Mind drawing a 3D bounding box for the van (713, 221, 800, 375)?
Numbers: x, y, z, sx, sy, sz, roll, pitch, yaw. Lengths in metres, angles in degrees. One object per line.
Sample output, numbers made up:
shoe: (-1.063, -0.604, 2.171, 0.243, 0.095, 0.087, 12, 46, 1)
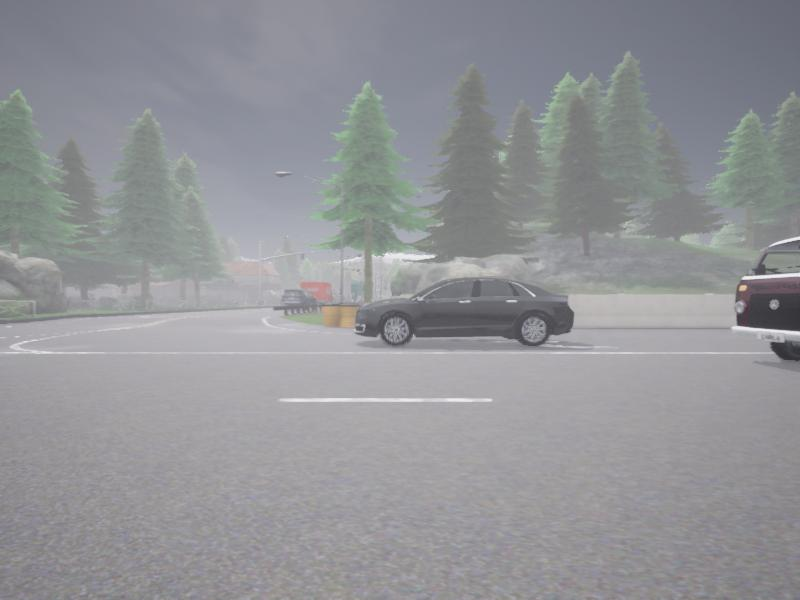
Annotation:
van: (7.514, -0.029, 5.696, 4.480, 2.038, 2.069, 0, 0, 0)

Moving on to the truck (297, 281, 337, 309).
truck: (-7.773, -0.439, 38.202, 2.627, 2.467, 5.204, 0, 0, 1)

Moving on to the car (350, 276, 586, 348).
car: (1.402, 0.245, 9.200, 4.892, 1.490, 1.837, 0, 0, 0)

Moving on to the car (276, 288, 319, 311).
car: (-7.847, -0.018, 31.193, 2.033, 1.649, 4.856, 0, 0, 1)
